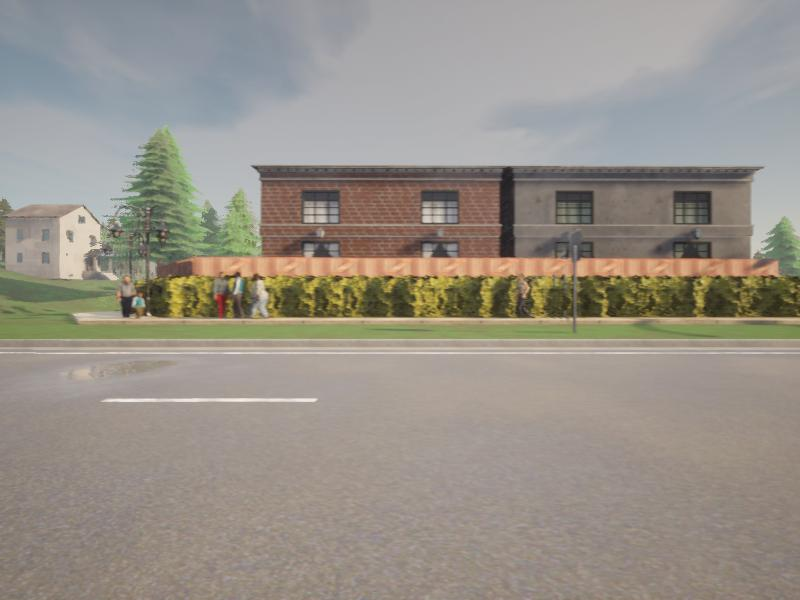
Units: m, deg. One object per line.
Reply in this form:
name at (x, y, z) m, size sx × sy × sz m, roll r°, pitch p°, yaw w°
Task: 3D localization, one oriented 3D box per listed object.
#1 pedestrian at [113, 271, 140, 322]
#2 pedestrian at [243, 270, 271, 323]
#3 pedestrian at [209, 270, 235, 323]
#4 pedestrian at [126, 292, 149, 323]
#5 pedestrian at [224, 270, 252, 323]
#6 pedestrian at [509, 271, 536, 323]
pedestrian at (-10.376, -0.117, 15.181) m, size 0.751 × 1.860 × 0.751 m, roll 0°, pitch 0°, yaw -41°
pedestrian at (-5.179, -0.116, 14.523) m, size 0.751 × 1.860 × 0.751 m, roll 0°, pitch 0°, yaw 2°
pedestrian at (-6.406, -0.116, 14.410) m, size 0.751 × 1.860 × 0.751 m, roll 0°, pitch 0°, yaw -32°
pedestrian at (-9.532, 0.263, 14.526) m, size 0.500 × 1.100 × 0.500 m, roll 0°, pitch 0°, yaw 18°
pedestrian at (-5.853, -0.116, 14.484) m, size 0.751 × 1.860 × 0.751 m, roll 0°, pitch 0°, yaw -3°
pedestrian at (4.464, -0.114, 14.658) m, size 0.751 × 1.860 × 0.751 m, roll 0°, pitch 0°, yaw 0°
